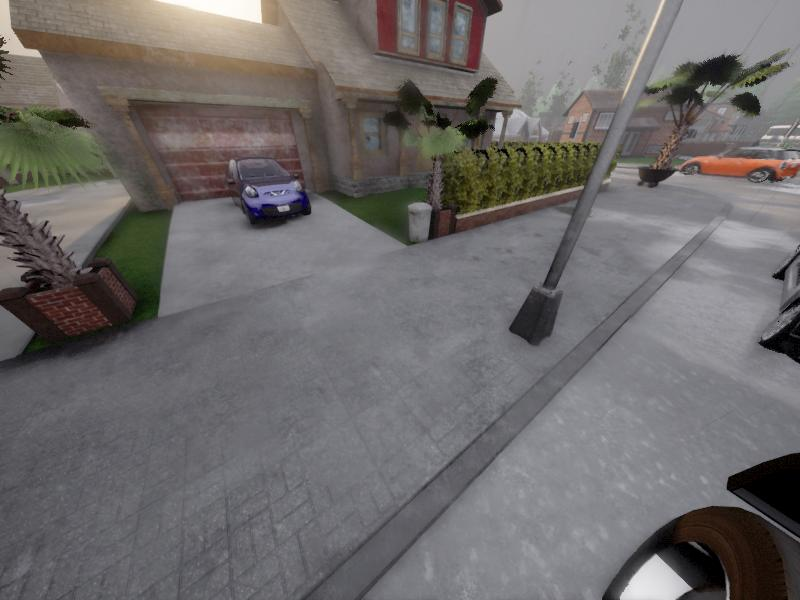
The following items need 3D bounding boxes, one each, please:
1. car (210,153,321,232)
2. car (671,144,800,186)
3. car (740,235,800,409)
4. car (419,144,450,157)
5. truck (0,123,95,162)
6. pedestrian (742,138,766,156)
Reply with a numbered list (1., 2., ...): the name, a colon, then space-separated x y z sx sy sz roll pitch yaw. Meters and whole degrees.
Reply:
1. car: -4.139 -3.473 7.009 1.845 1.501 3.633 -24 42 -30
2. car: 20.683 -8.418 14.180 2.097 1.767 4.553 -10 36 -14
3. car: 6.544 -0.166 2.714 5.238 1.638 1.930 -22 41 -28
4. car: 4.955 -21.663 33.449 1.994 1.385 4.181 -22 41 -28
5. truck: -46.617 -19.940 29.193 8.468 3.827 2.891 -22 41 -28
6. pedestrian: 45.566 -19.707 29.768 0.751 1.860 0.751 -17 38 -22
